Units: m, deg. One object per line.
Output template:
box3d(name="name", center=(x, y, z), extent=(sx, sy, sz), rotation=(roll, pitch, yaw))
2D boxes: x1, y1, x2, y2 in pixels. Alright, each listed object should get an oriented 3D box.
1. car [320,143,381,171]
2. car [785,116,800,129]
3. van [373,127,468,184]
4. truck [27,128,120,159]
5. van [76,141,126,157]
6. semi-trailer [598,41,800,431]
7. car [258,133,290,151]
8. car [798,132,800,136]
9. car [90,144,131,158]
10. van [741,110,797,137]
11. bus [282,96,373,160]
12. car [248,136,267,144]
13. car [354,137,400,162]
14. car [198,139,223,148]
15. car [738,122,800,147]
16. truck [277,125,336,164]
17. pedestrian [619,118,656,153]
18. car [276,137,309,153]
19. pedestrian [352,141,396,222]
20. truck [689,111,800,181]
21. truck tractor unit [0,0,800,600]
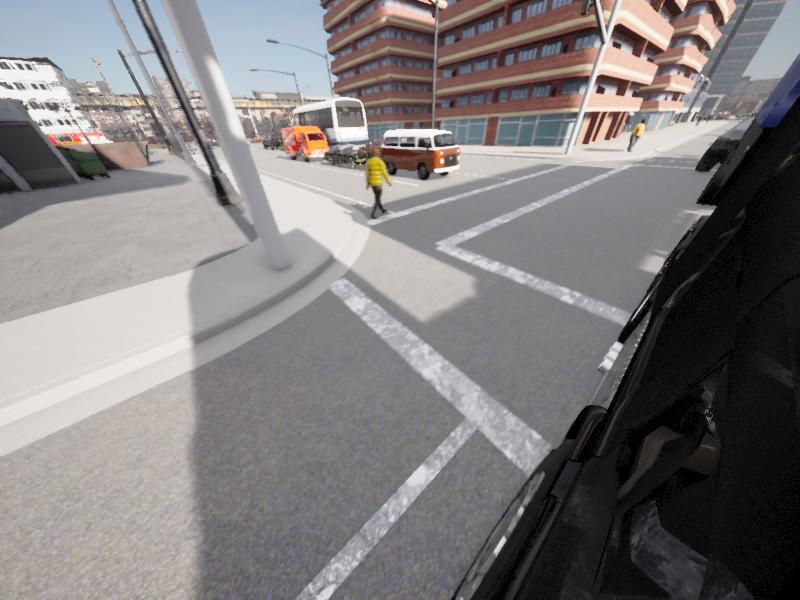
box3d(name="car", center=(-3.600, -10.304, 16.491), extent=(1.895, 1.301, 4.718), rotation=(-29, 44, -30))
box3d(name="car", center=(55.579, -24.595, 31.904), extent=(4.718, 1.301, 1.895), rotation=(-28, 44, -30))
box3d(name="van", center=(0.885, -7.572, 11.963), extent=(2.069, 2.038, 4.480), rotation=(-29, 44, -31))
box3d(name="truck", center=(-56.915, -27.758, 40.852), extent=(8.468, 3.827, 2.891), rotation=(-28, 44, -30))
box3d(name="van", center=(-49.798, -25.330, 38.663), extent=(4.480, 2.038, 2.069), rotation=(-27, 43, -31))
box3d(name="semi-trailer", center=(8.698, -3.605, 4.228), extent=(14.254, 4.402, 2.717), rotation=(-28, 44, -30))
box3d(name="car", center=(-19.647, -24.615, 35.887), extent=(2.150, 2.045, 5.566), rotation=(-30, 45, -32))
box3d(name="car", center=(39.906, -16.477, 21.562), extent=(3.866, 1.878, 1.905), rotation=(-28, 44, -30))
box3d(name="car", center=(-46.547, -24.099, 37.269), extent=(3.633, 1.501, 1.845), rotation=(-28, 44, -30))
box3d(name="van", center=(37.900, -18.246, 23.911), extent=(4.480, 2.038, 2.069), rotation=(-31, 45, -32))
box3d(name="bus", center=(-7.520, -17.124, 23.344), extent=(3.944, 4.253, 10.273), rotation=(-29, 44, -30))
box3d(name="car", center=(-35.936, -40.365, 58.351), extent=(3.806, 1.475, 1.970), rotation=(-17, 39, -18))
box3d(name="car", center=(-1.919, -12.488, 19.101), extent=(1.845, 1.501, 3.633), rotation=(-29, 44, -30))
box3d(name="car", center=(-41.862, -34.617, 51.095), extent=(3.806, 1.475, 1.970), rotation=(-27, 43, -29))
box3d(name="car", center=(28.353, -12.843, 17.865), extent=(4.181, 1.385, 1.994), rotation=(-28, 44, -30))
box3d(name="truck", center=(-8.403, -13.949, 20.656), extent=(2.627, 2.467, 5.204), rotation=(-29, 44, -30))
box3d(name="pedestrian", center=(15.976, -11.110, 15.607), extent=(0.751, 1.860, 0.751), rotation=(1, 37, 5))
box3d(name="car", center=(-14.482, -20.943, 31.116), extent=(2.038, 1.542, 4.974), rotation=(-30, 45, -31))
box3d(name="pedestrian", center=(-0.658, -3.250, 6.415), extent=(0.751, 1.860, 0.751), rotation=(18, 42, 25))
box3d(name="truck", center=(16.187, -7.058, 10.311), extent=(6.274, 2.098, 2.390), rotation=(-24, 42, -26))
box3d(name="truck tractor unit", center=(2.645, -0.295, 0.351), extent=(6.516, 4.208, 3.053), rotation=(-28, 44, -30))
